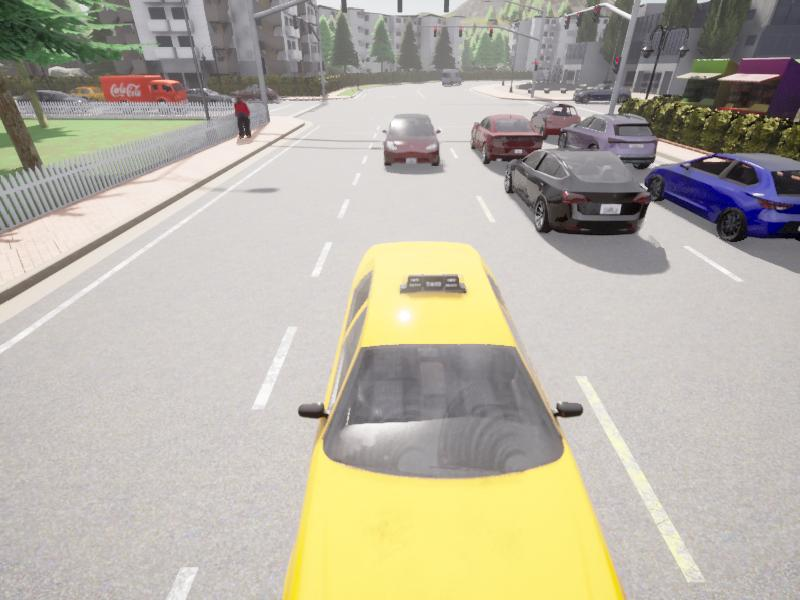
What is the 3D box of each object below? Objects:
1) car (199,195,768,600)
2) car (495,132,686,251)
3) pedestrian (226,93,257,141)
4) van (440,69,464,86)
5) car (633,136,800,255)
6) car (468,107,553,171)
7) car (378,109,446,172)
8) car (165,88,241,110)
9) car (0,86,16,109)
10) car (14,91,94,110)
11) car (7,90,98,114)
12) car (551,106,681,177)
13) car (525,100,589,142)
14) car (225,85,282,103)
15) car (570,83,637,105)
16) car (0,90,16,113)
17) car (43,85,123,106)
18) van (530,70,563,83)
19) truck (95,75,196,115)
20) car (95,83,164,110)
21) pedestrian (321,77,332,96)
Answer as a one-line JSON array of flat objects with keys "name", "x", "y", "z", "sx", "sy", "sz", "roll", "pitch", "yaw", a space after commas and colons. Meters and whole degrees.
[{"name": "car", "x": 0.279, "y": 0.620, "z": 3.420, "sx": 1.801, "sy": 1.575, "sz": 5.366, "roll": 0, "pitch": 30, "yaw": 1}, {"name": "car", "x": 3.867, "y": -2.799, "z": 9.348, "sx": 2.163, "sy": 1.488, "sz": 4.792, "roll": 0, "pitch": 30, "yaw": 0}, {"name": "pedestrian", "x": -7.000, "y": -8.106, "z": 17.725, "sx": 0.751, "sy": 1.860, "sz": 0.751, "roll": 1, "pitch": 30, "yaw": 2}, {"name": "van", "x": 9.562, "y": -40.629, "z": 73.062, "sx": 1.988, "sy": 2.561, "sz": 5.915, "roll": 15, "pitch": 34, "yaw": 24}, {"name": "car", "x": 7.351, "y": -2.533, "z": 8.895, "sx": 1.816, "sy": 1.474, "sz": 4.193, "roll": 0, "pitch": 30, "yaw": 1}, {"name": "car", "x": 3.925, "y": -6.270, "z": 15.238, "sx": 1.882, "sy": 1.535, "sz": 5.008, "roll": 0, "pitch": 30, "yaw": 0}, {"name": "car", "x": 0.421, "y": -6.151, "z": 15.093, "sx": 2.163, "sy": 1.488, "sz": 4.792, "roll": 1, "pitch": 30, "yaw": 1}, {"name": "car", "x": -16.002, "y": -16.445, "z": 32.710, "sx": 4.902, "sy": 1.511, "sz": 2.128, "roll": 1, "pitch": 30, "yaw": 2}, {"name": "car", "x": -35.754, "y": -16.840, "z": 33.290, "sx": 5.027, "sy": 1.651, "sz": 2.152, "roll": 1, "pitch": 30, "yaw": 2}, {"name": "car", "x": -28.545, "y": -16.572, "z": 33.150, "sx": 4.718, "sy": 1.301, "sz": 1.895, "roll": 1, "pitch": 30, "yaw": 2}, {"name": "car", "x": -25.936, "y": -14.846, "z": 29.994, "sx": 4.892, "sy": 1.490, "sz": 1.837, "roll": 1, "pitch": 30, "yaw": 2}, {"name": "car", "x": 7.417, "y": -5.892, "z": 14.499, "sx": 2.033, "sy": 1.649, "sz": 4.856, "roll": 0, "pitch": 30, "yaw": 1}, {"name": "car", "x": 7.578, "y": -8.884, "z": 19.722, "sx": 1.845, "sy": 1.501, "sz": 3.633, "roll": 2, "pitch": 30, "yaw": 3}, {"name": "car", "x": -14.128, "y": -19.911, "z": 38.713, "sx": 4.674, "sy": 1.442, "sz": 1.812, "roll": 1, "pitch": 30, "yaw": 1}, {"name": "car", "x": 19.045, "y": -19.436, "z": 37.700, "sx": 5.027, "sy": 1.651, "sz": 2.152, "roll": 2, "pitch": 30, "yaw": 3}, {"name": "car", "x": -32.492, "y": -14.962, "z": 30.196, "sx": 4.892, "sy": 1.490, "sz": 1.837, "roll": 1, "pitch": 30, "yaw": 2}, {"name": "car", "x": -28.497, "y": -18.460, "z": 36.101, "sx": 5.366, "sy": 1.575, "sz": 1.801, "roll": 1, "pitch": 30, "yaw": 2}, {"name": "van", "x": 31.746, "y": -48.410, "z": 86.521, "sx": 6.366, "sy": 2.431, "sz": 2.351, "roll": -12, "pitch": 32, "yaw": -19}, {"name": "truck", "x": -18.583, "y": -15.139, "z": 29.524, "sx": 5.204, "sy": 2.467, "sz": 2.627, "roll": 1, "pitch": 30, "yaw": 2}, {"name": "car", "x": -22.073, "y": -16.714, "z": 32.798, "sx": 3.866, "sy": 1.878, "sz": 1.905, "roll": 1, "pitch": 30, "yaw": 2}, {"name": "pedestrian", "x": -8.186, "y": -23.789, "z": 44.601, "sx": 0.751, "sy": 1.860, "sz": 0.751, "roll": 7, "pitch": 31, "yaw": 12}]
